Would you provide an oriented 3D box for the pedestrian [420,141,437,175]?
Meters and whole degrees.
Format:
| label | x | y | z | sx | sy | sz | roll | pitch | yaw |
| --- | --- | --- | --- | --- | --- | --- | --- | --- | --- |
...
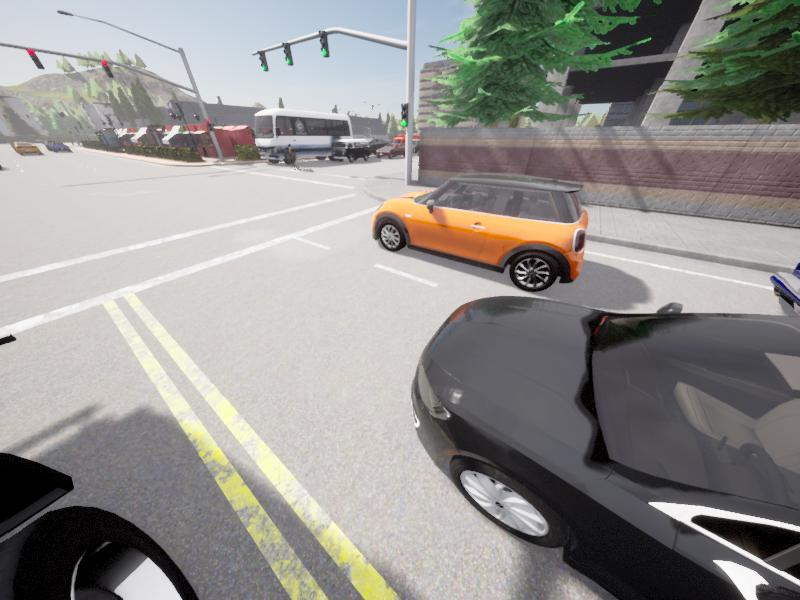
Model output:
| label | x | y | z | sx | sy | sz | roll | pitch | yaw |
| --- | --- | --- | --- | --- | --- | --- | --- | --- | --- |
| pedestrian | 1.848 | -9.304 | 15.121 | 0.751 | 1.860 | 0.751 | 20 | 40 | 26 |

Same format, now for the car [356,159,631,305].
| label | x | y | z | sx | sy | sz | roll | pitch | yaw |
| --- | --- | --- | --- | --- | --- | --- | --- | --- | --- |
| car | 1.515 | -1.895 | 5.059 | 4.553 | 1.767 | 2.097 | 22 | 41 | 28 |

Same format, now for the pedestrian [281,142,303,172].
| label | x | y | z | sx | sy | sz | roll | pitch | yaw |
| --- | --- | --- | --- | --- | --- | --- | --- | --- | --- |
| pedestrian | -8.205 | -10.918 | 17.613 | 0.751 | 1.860 | 0.751 | 18 | 39 | 23 |

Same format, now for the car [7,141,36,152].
| label | x | y | z | sx | sy | sz | roll | pitch | yaw |
| --- | --- | --- | --- | --- | --- | --- | --- | --- | --- |
| car | -63.713 | -25.848 | 38.840 | 5.008 | 1.535 | 1.882 | 22 | 41 | 28 |

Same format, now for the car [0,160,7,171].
| label | x | y | z | sx | sy | sz | roll | pitch | yaw |
| --- | --- | --- | --- | --- | --- | --- | --- | --- | --- |
| car | -33.605 | -11.123 | 18.191 | 4.792 | 1.488 | 2.163 | 22 | 41 | 28 |

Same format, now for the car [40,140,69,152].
| label | x | y | z | sx | sy | sz | roll | pitch | yaw |
| --- | --- | --- | --- | --- | --- | --- | --- | --- | --- |
| car | -61.055 | -27.265 | 40.792 | 4.856 | 1.649 | 2.033 | 22 | 41 | 28 |

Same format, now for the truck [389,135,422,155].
| label | x | y | z | sx | sy | sz | roll | pitch | yaw |
| --- | --- | --- | --- | --- | --- | --- | --- | --- | --- |
| truck | 0.915 | -24.495 | 36.453 | 2.627 | 2.467 | 5.204 | 22 | 41 | 28 |

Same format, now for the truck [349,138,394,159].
| label | x | y | z | sx | sy | sz | roll | pitch | yaw |
| --- | --- | --- | --- | --- | --- | --- | --- | --- | --- |
| truck | -3.666 | -20.529 | 31.119 | 2.390 | 2.098 | 6.274 | 22 | 40 | 28 |

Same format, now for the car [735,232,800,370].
| label | x | y | z | sx | sy | sz | roll | pitch | yaw |
| --- | --- | --- | --- | --- | --- | --- | --- | --- | --- |
| car | 7.250 | 0.641 | 1.931 | 4.718 | 1.301 | 1.895 | 22 | 41 | 28 |

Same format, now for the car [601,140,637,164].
| label | x | y | z | sx | sy | sz | roll | pitch | yaw |
| --- | --- | --- | --- | --- | --- | --- | --- | --- | --- |
| car | 22.120 | -15.101 | 23.538 | 1.905 | 1.878 | 3.866 | 22 | 41 | 28 |

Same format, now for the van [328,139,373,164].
| label | x | y | z | sx | sy | sz | roll | pitch | yaw |
| --- | --- | --- | --- | --- | --- | --- | --- | --- | --- |
| van | -5.047 | -15.855 | 24.524 | 2.069 | 2.038 | 4.480 | 19 | 39 | 24 |

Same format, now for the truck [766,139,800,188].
| label | x | y | z | sx | sy | sz | roll | pitch | yaw |
| --- | --- | --- | --- | --- | --- | --- | --- | --- | --- |
| truck | 22.656 | -6.918 | 11.472 | 2.615 | 2.467 | 5.204 | 22 | 41 | 28 |

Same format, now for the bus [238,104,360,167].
| label | x | y | z | sx | sy | sz | roll | pitch | yaw |
| --- | --- | --- | --- | --- | --- | --- | --- | --- | --- |
| bus | -9.331 | -16.574 | 23.594 | 3.944 | 4.253 | 10.273 | 22 | 41 | 28 |

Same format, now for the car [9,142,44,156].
| label | x | y | z | sx | sy | sz | roll | pitch | yaw |
| --- | --- | --- | --- | --- | --- | --- | --- | --- | --- |
| car | -52.586 | -21.353 | 32.535 | 5.008 | 1.535 | 1.882 | 22 | 40 | 27 |

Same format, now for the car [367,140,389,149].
| label | x | y | z | sx | sy | sz | roll | pitch | yaw |
| --- | --- | --- | --- | --- | --- | --- | --- | --- | --- |
| car | -4.935 | -35.049 | 52.037 | 4.611 | 1.667 | 2.242 | 22 | 41 | 28 |

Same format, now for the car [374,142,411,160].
| label | x | y | z | sx | sy | sz | roll | pitch | yaw |
| --- | --- | --- | --- | --- | --- | --- | --- | --- | --- |
| car | -0.864 | -19.116 | 29.545 | 2.152 | 1.651 | 5.027 | 22 | 40 | 28 |

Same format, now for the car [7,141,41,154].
| label | x | y | z | sx | sy | sz | roll | pitch | yaw |
| --- | --- | --- | --- | --- | --- | --- | --- | --- | --- |
| car | -58.107 | -23.553 | 35.670 | 4.792 | 1.488 | 2.163 | 22 | 41 | 28 |

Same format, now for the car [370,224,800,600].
| label | x | y | z | sx | sy | sz | roll | pitch | yaw |
| --- | --- | --- | --- | --- | --- | --- | --- | --- | --- |
| car | 2.365 | 1.036 | 1.164 | 4.892 | 1.490 | 1.837 | 22 | 41 | 28 |

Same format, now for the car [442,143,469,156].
| label | x | y | z | sx | sy | sz | roll | pitch | yaw |
| --- | --- | --- | --- | --- | --- | --- | --- | --- | --- |
| car | 8.616 | -23.410 | 35.804 | 2.128 | 1.511 | 4.902 | 22 | 41 | 27 |

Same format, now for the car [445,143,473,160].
| label | x | y | z | sx | sy | sz | roll | pitch | yaw |
| --- | --- | --- | --- | --- | --- | --- | --- | --- | --- |
| car | 7.587 | -19.039 | 29.506 | 1.851 | 1.617 | 3.988 | 22 | 40 | 28 |

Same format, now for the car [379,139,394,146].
| label | x | y | z | sx | sy | sz | roll | pitch | yaw |
| --- | --- | --- | --- | --- | --- | --- | --- | --- | --- |
| car | -4.357 | -50.628 | 74.159 | 4.611 | 1.667 | 2.242 | 22 | 41 | 28 |

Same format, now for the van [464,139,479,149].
| label | x | y | z | sx | sy | sz | roll | pitch | yaw |
| --- | --- | --- | --- | --- | --- | --- | --- | --- | --- |
| van | 17.484 | -38.081 | 56.279 | 1.775 | 1.987 | 4.442 | 22 | 40 | 28 |

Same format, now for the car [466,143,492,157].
| label | x | y | z | sx | sy | sz | roll | pitch | yaw |
| --- | --- | --- | --- | --- | --- | --- | --- | --- | --- |
| car | 11.814 | -22.533 | 34.556 | 1.882 | 1.535 | 5.008 | 22 | 41 | 28 |

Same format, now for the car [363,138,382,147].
| label | x | y | z | sx | sy | sz | roll | pitch | yaw |
| --- | --- | --- | --- | --- | --- | --- | --- | --- | --- |
| car | -6.947 | -39.891 | 58.601 | 4.605 | 1.855 | 1.932 | 22 | 41 | 28 |

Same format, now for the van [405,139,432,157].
| label | x | y | z | sx | sy | sz | roll | pitch | yaw |
| --- | --- | --- | --- | --- | --- | --- | --- | --- | --- |
| van | 2.685 | -22.217 | 33.656 | 1.775 | 1.987 | 4.442 | 22 | 41 | 28 |

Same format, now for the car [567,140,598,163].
| label | x | y | z | sx | sy | sz | roll | pitch | yaw |
| --- | --- | --- | --- | --- | --- | --- | --- | --- | --- |
| car | 19.709 | -16.078 | 24.909 | 1.905 | 1.878 | 3.866 | 22 | 41 | 28 |

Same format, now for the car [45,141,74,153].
| label | x | y | z | sx | sy | sz | roll | pitch | yaw |
| --- | --- | --- | --- | --- | --- | --- | --- | --- | --- |
| car | -55.704 | -25.027 | 37.784 | 4.193 | 1.474 | 1.816 | 22 | 41 | 28 |
